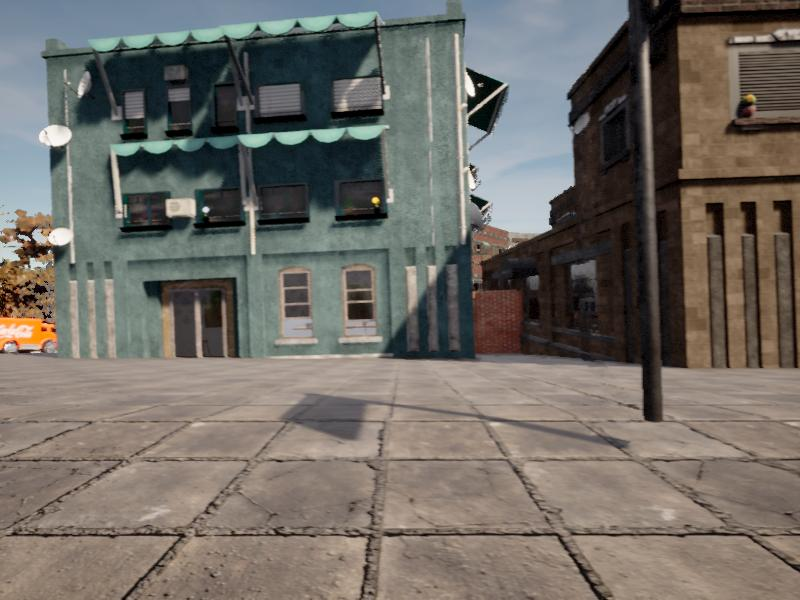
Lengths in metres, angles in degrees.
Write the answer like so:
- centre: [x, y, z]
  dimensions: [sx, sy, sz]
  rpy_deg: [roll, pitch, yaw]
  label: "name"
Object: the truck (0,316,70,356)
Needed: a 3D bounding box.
- centre: [-25.925, 2.517, 26.966]
  dimensions: [2.627, 2.467, 5.204]
  rpy_deg: [-3, -6, 6]
  label: "truck"
